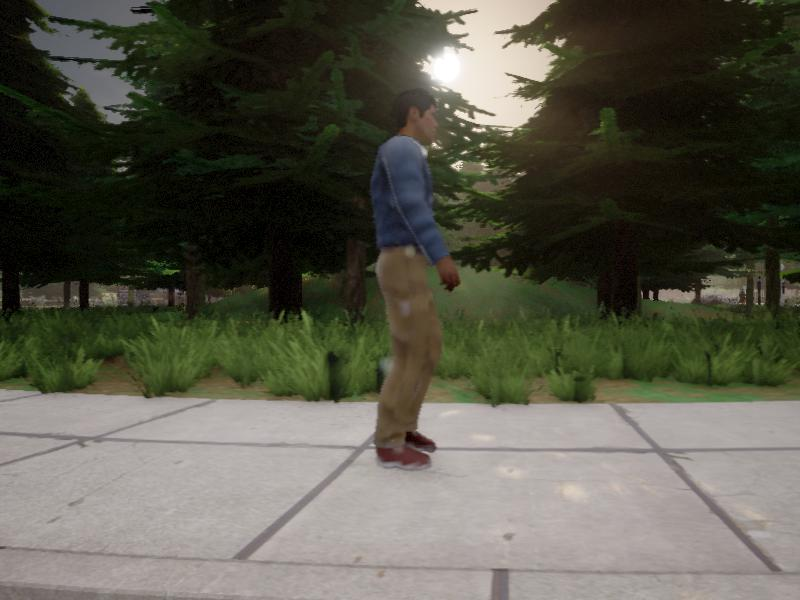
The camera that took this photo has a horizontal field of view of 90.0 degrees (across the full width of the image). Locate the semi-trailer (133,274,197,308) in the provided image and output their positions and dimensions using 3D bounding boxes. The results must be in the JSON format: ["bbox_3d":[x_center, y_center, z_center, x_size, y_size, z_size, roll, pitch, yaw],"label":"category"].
[{"bbox_3d":[-34.474,-1.152,59.709,2.717,4.402,14.254,0,0,-6],"label":"semi-trailer"}]

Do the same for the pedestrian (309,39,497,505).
[{"bbox_3d":[0.005,-0.112,1.981,0.751,1.860,0.751,0,0,-1],"label":"pedestrian"}]

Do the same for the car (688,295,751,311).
[{"bbox_3d":[32.088,0.250,40.458,2.128,1.511,4.902,0,0,-7],"label":"car"}]

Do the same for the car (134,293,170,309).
[{"bbox_3d":[-29.506,0.114,47.735,1.932,1.855,4.605,0,0,-7],"label":"car"}]
